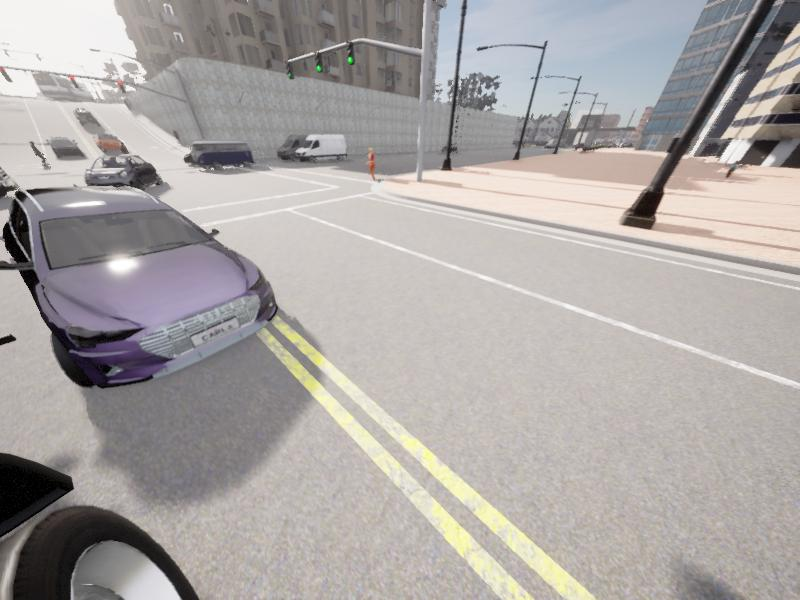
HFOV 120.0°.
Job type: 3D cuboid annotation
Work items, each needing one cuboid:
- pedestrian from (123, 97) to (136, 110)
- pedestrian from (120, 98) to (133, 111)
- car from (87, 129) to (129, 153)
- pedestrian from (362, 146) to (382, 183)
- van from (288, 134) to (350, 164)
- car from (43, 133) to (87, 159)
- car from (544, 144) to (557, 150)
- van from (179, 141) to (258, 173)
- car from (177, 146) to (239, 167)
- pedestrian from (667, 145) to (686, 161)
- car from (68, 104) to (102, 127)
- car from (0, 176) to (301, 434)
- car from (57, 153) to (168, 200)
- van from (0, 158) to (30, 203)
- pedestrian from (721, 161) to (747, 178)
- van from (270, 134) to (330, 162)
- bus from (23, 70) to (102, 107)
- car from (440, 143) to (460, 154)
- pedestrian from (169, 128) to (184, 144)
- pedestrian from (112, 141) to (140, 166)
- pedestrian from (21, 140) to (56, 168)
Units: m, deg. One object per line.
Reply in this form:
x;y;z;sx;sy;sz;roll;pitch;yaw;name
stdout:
-51.757;-37.582;44.153;0.751;1.860;0.751;24;41;30;pedestrian
-51.001;-36.472;43.126;0.751;1.860;0.751;28;43;33;pedestrian
-35.664;-19.458;28.187;4.553;1.767;2.097;32;45;27;car
-1.677;-8.242;14.048;0.751;1.860;0.751;24;41;29;pedestrian
-8.748;-16.851;25.712;1.988;2.561;5.915;27;43;32;van
-35.472;-16.304;24.435;5.238;1.638;1.930;31;45;29;car
43.129;-43.965;66.213;1.895;1.301;4.718;27;43;32;car
-14.595;-11.847;18.967;1.775;1.987;4.442;15;38;20;van
-18.414;-13.939;22.354;4.193;1.474;1.816;-21;40;-28;car
37.664;-20.015;31.477;0.751;1.860;0.751;21;40;27;pedestrian
-47.696;-27.880;34.973;4.605;1.855;1.932;37;47;23;car
-4.079;-0.690;3.493;4.856;1.649;2.033;22;35;25;car
-13.344;-6.067;11.119;1.845;1.501;3.633;-15;38;-21;car
-18.722;-4.219;7.626;2.351;2.431;6.366;27;43;32;van
25.328;-9.917;17.543;0.500;1.100;0.500;-4;35;-6;pedestrian
-11.587;-18.054;27.396;1.988;2.561;5.915;27;43;32;van
-71.527;-44.992;49.622;3.944;4.253;10.273;-12;36;-17;bus
9.322;-28.192;43.012;1.789;1.549;3.705;27;43;32;car
-32.522;-23.817;33.625;0.751;1.860;0.751;25;42;31;pedestrian
-24.971;-13.373;21.085;0.751;1.860;0.751;16;38;21;pedestrian
-29.895;-12.095;19.137;0.751;1.860;0.751;27;43;32;pedestrian
